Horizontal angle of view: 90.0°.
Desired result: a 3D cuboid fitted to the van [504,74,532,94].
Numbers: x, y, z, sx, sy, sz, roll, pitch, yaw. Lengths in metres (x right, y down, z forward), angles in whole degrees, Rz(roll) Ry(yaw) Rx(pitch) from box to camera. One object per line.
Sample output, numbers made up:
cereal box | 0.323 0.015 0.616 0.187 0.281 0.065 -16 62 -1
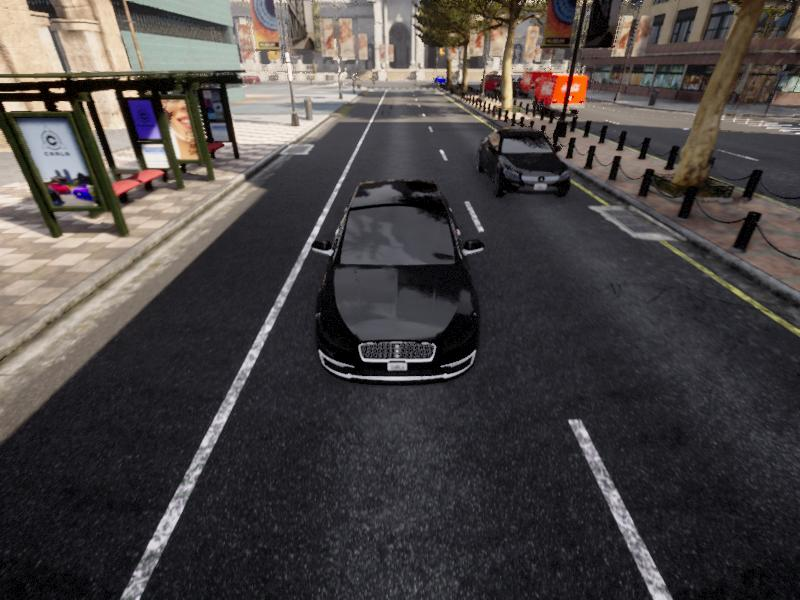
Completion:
van | 14.890 -27.386 50.684 2.069 2.038 4.480 0 30 0

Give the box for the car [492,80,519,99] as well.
car | 11.406 -22.971 43.580 1.851 1.617 3.988 0 30 0

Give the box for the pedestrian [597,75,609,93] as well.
pedestrian | 24.742 -26.362 48.774 0.751 1.860 0.751 2 30 3

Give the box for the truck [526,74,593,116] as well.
truck | 11.432 -15.093 29.286 2.627 2.467 5.204 0 30 0

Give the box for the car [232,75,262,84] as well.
car | -28.993 -41.939 76.037 4.792 1.488 2.163 0 30 0

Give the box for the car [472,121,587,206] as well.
car | 3.435 -4.162 11.654 1.812 1.442 4.674 0 30 0

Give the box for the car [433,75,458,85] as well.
car | 8.301 -40.127 72.963 4.193 1.474 1.816 0 30 0

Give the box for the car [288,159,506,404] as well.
car | -0.031 -0.798 5.865 1.837 1.490 4.892 0 30 0

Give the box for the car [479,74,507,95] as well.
car | 11.370 -26.584 49.308 2.150 2.045 5.566 1 30 1

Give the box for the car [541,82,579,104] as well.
car | 14.945 -19.435 37.552 1.851 1.617 3.988 0 30 0

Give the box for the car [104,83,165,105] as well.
car | -23.533 -18.473 35.744 2.128 1.511 4.902 0 30 0

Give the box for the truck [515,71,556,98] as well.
truck | 14.897 -23.965 44.427 2.627 2.467 5.204 0 30 0

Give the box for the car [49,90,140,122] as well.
car | -19.383 -12.581 25.776 2.161 1.482 4.786 0 30 0
